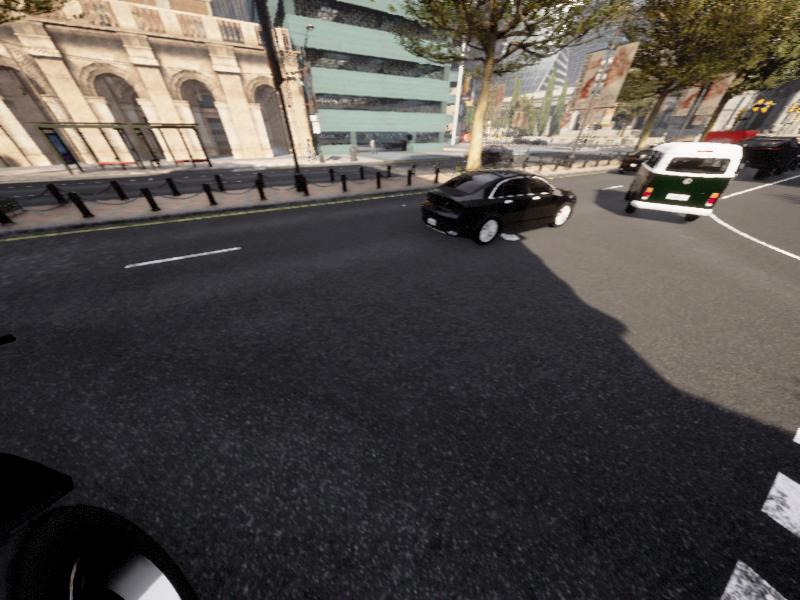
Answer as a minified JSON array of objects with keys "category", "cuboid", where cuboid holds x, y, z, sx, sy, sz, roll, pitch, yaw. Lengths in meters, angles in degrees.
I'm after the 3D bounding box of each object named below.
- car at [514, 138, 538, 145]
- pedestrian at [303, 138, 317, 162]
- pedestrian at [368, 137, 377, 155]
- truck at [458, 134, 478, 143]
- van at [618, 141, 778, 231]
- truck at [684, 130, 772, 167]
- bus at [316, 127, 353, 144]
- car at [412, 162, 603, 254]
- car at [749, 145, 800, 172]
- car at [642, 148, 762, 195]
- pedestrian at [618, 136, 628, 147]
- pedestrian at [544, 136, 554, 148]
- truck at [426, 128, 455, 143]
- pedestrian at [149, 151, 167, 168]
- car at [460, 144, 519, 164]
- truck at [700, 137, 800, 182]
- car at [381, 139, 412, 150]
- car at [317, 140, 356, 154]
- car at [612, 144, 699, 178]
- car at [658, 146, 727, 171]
[{"category":"car","cuboid":[33.807,-42.761,62.310,2.033,1.411,5.357,-17,39,-22]},{"category":"pedestrian","cuboid":[-8.580,-14.287,21.944,0.751,1.860,0.751,-16,39,-21]},{"category":"pedestrian","cuboid":[-3.500,-19.717,29.519,0.751,1.860,0.751,-22,41,-27]},{"category":"truck","cuboid":[22.020,-52.567,75.132,5.204,2.467,2.627,27,44,32]},{"category":"van","cuboid":[9.394,-4.192,7.934,2.069,2.038,4.480,24,42,30]},{"category":"truck","cuboid":[28.749,-13.381,20.355,5.204,2.467,2.627,-17,39,-22]},{"category":"bus","cuboid":[-20.878,-53.055,74.397,10.273,4.253,3.944,-17,39,-22]},{"category":"car","cuboid":[2.947,-2.804,6.483,4.892,1.490,1.837,-17,39,-22]},{"category":"car","cuboid":[30.575,-11.251,18.196,4.902,1.511,2.128,-17,39,-22]},{"category":"car","cuboid":[15.153,-6.592,11.617,5.238,1.638,1.930,-17,39,-22]},{"category":"pedestrian","cuboid":[49.387,-35.093,51.121,0.751,1.860,0.751,-19,40,-24]},{"category":"pedestrian","cuboid":[28.168,-29.933,43.707,0.751,1.860,0.751,-10,37,-13]},{"category":"truck","cuboid":[13.300,-53.988,75.975,8.468,3.827,2.891,16,39,22]},{"category":"pedestrian","cuboid":[-18.740,-10.909,17.904,0.500,1.100,0.500,-17,39,-22]},{"category":"car","cuboid":[8.796,-14.405,22.762,5.357,1.411,2.033,-17,39,-22]},{"category":"truck","cuboid":[22.925,-9.153,14.781,6.274,2.098,2.390,-17,39,-22]},{"category":"car","cuboid":[-0.661,-27.053,40.161,4.902,1.511,2.128,-17,39,-22]},{"category":"car","cuboid":[-9.015,-21.755,32.849,4.786,1.482,2.161,-17,39,-22]},{"category":"car","cuboid":[17.387,-9.573,15.776,5.238,1.638,1.930,-17,39,-22]},{"category":"car","cuboid":[22.977,-11.212,18.193,3.806,1.475,1.970,-17,39,-22]}]
